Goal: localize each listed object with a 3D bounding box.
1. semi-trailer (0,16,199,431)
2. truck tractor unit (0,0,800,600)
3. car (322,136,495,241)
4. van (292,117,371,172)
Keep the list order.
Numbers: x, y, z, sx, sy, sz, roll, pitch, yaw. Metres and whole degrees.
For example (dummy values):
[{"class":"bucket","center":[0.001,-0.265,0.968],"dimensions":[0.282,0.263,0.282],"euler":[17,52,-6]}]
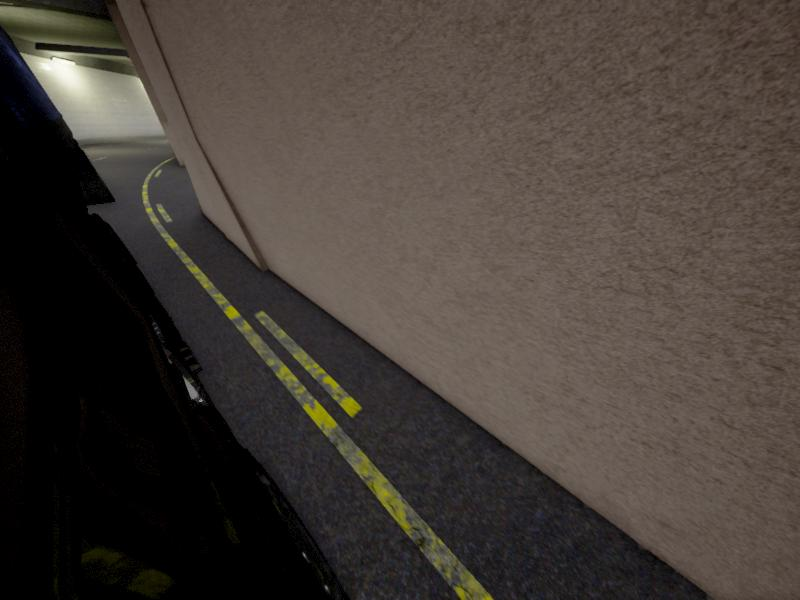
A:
[{"class":"semi-trailer","center":[-8.573,-3.690,4.343],"dimensions":[14.254,4.402,2.717],"euler":[30,45,31]},{"class":"truck tractor unit","center":[-2.645,-0.295,0.352],"dimensions":[6.516,4.208,3.053],"euler":[28,44,30]},{"class":"car","center":[-0.034,-3.606,6.879],"dimensions":[4.605,1.855,1.932],"euler":[30,45,31]},{"class":"van","center":[-4.513,-10.136,14.825],"dimensions":[2.351,2.431,6.366],"euler":[-22,43,-29]}]
